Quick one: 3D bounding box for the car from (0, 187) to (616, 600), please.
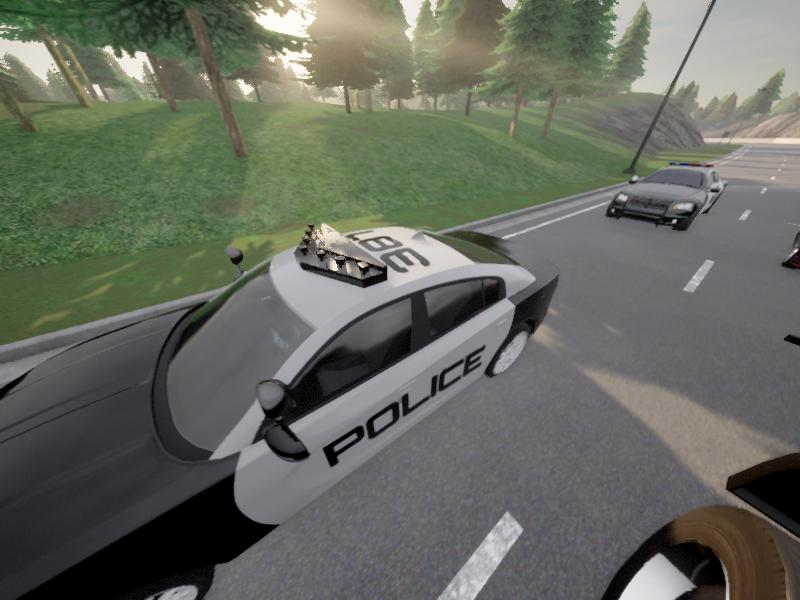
[{"bbox_3d":[-0.604,0.264,2.125,5.238,1.638,1.930,-22,40,-28],"label":"car"}]

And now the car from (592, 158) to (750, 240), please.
[{"bbox_3d":[8.869,-3.546,7.546,4.974,1.542,2.038,-22,41,-28],"label":"car"}]

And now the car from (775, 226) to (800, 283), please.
[{"bbox_3d":[9.623,-1.220,4.374,4.181,1.385,1.994,-21,40,-27],"label":"car"}]
